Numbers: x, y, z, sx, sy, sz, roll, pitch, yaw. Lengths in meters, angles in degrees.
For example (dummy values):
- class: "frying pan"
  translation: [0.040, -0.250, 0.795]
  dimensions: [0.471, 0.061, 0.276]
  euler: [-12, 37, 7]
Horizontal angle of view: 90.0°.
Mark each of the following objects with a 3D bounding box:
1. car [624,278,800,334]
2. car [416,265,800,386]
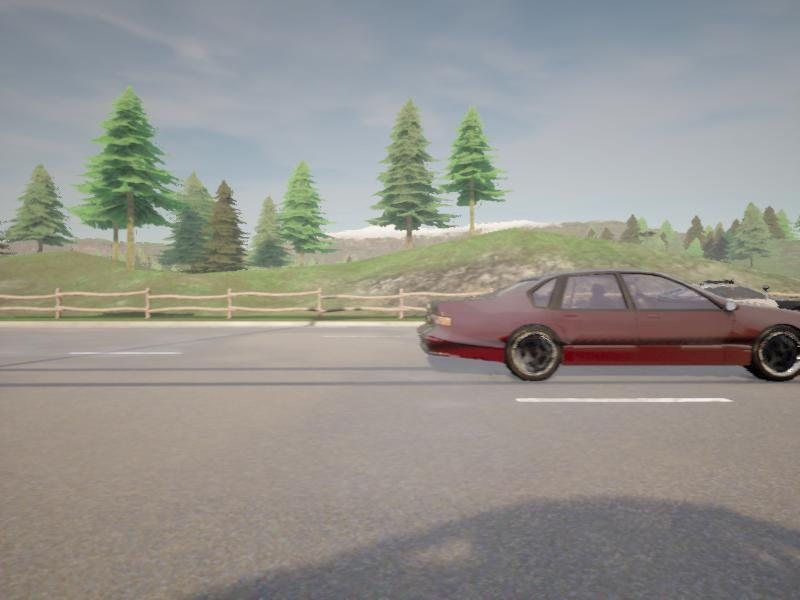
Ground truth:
- class: "car"
  translation: [10.274, 0.176, 12.708]
  dimensions: [5.238, 1.638, 1.930]
  euler: [0, 0, 0]
- class: "car"
  translation: [2.944, 0.296, 5.700]
  dimensions: [5.357, 1.411, 2.033]
  euler: [0, 0, 0]
